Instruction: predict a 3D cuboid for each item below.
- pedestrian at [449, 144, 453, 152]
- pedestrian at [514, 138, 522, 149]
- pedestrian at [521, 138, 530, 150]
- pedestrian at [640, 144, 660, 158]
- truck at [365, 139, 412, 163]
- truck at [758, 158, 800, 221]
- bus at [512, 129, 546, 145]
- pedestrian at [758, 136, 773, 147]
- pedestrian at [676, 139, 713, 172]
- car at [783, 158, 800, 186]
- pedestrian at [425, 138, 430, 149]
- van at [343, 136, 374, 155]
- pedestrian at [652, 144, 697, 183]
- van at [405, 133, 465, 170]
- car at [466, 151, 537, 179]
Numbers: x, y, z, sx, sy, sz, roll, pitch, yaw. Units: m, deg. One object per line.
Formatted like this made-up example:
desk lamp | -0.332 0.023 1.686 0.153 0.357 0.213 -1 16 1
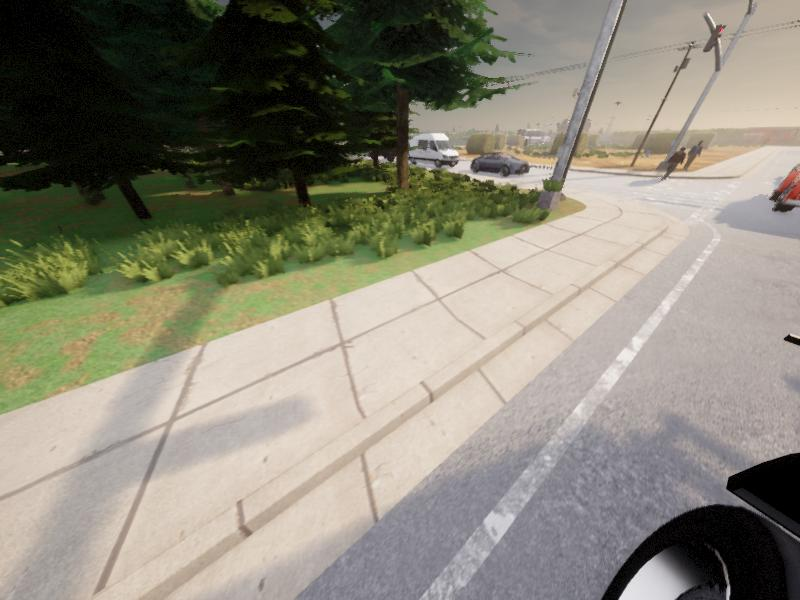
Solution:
pedestrian | 8.573 -25.504 38.777 0.500 1.100 0.500 -8 36 -11
pedestrian | 23.709 -31.435 46.389 0.751 1.860 0.751 7 36 11
pedestrian | 22.709 -28.217 41.832 0.751 1.860 0.751 3 35 5
pedestrian | 28.067 -16.710 25.952 0.751 1.300 0.751 -8 36 -10
truck | -1.485 -17.501 26.982 2.390 2.098 6.274 -22 40 -27
truck | 15.261 -4.209 7.638 5.204 2.467 2.627 -23 41 -28
bus | 43.196 -54.533 77.219 10.273 4.253 3.944 -20 40 -25
pedestrian | 75.976 -32.897 48.031 0.751 1.860 0.751 -19 39 -24
pedestrian | 20.526 -10.107 16.165 0.751 1.860 0.751 22 41 28
car | 23.535 -7.212 12.757 4.181 1.385 1.994 -24 42 -29
pedestrian | 5.843 -32.906 48.636 0.751 1.860 0.751 -5 35 -7
van | -6.976 -25.776 38.487 2.351 2.431 6.366 -22 40 -27
pedestrian | 15.607 -7.765 13.185 0.751 1.860 0.751 -16 38 -21
van | 2.953 -13.948 21.523 1.988 2.561 5.915 -22 40 -27
car | 7.192 -9.932 16.803 1.994 1.385 4.181 -22 40 -27
